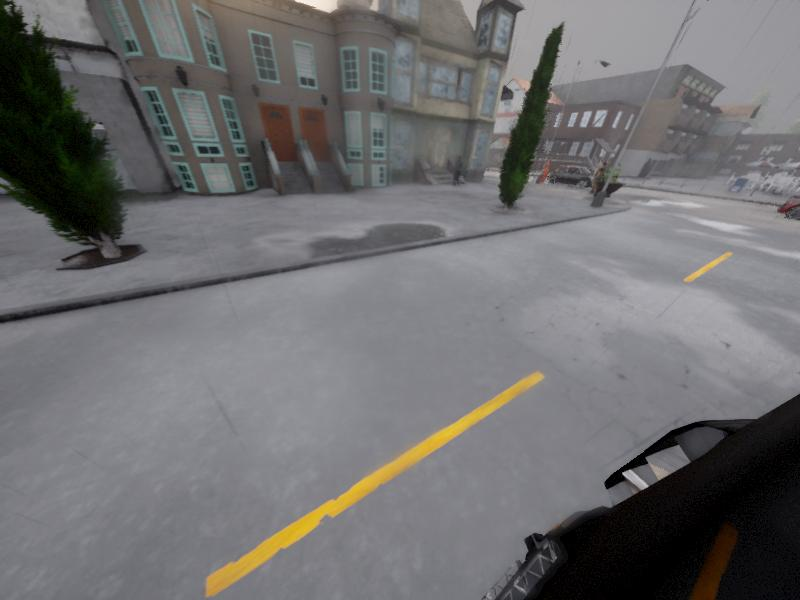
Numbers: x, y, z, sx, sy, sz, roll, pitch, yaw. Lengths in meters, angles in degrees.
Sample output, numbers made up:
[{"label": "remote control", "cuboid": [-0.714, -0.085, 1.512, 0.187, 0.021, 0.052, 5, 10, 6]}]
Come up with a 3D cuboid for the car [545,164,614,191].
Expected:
[{"label": "car", "cuboid": [14.613, -10.174, 19.060, 1.970, 1.475, 3.806, -15, 38, -25]}]

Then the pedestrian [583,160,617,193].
[{"label": "pedestrian", "cuboid": [13.270, -8.168, 15.357, 0.751, 1.860, 0.751, -5, 34, -12]}]

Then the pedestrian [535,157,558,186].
[{"label": "pedestrian", "cuboid": [11.301, -9.928, 17.863, 0.751, 1.860, 0.751, 8, 34, 8]}]

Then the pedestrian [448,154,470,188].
[{"label": "pedestrian", "cuboid": [3.764, -8.300, 14.867, 0.751, 1.860, 0.751, -20, 40, -30]}]

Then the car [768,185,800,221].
[{"label": "car", "cuboid": [20.745, -4.050, 10.383, 1.994, 1.385, 4.181, -17, 38, -27]}]

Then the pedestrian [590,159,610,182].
[{"label": "pedestrian", "cuboid": [19.736, -12.805, 22.831, 0.751, 1.860, 0.751, 15, 35, 18]}]
